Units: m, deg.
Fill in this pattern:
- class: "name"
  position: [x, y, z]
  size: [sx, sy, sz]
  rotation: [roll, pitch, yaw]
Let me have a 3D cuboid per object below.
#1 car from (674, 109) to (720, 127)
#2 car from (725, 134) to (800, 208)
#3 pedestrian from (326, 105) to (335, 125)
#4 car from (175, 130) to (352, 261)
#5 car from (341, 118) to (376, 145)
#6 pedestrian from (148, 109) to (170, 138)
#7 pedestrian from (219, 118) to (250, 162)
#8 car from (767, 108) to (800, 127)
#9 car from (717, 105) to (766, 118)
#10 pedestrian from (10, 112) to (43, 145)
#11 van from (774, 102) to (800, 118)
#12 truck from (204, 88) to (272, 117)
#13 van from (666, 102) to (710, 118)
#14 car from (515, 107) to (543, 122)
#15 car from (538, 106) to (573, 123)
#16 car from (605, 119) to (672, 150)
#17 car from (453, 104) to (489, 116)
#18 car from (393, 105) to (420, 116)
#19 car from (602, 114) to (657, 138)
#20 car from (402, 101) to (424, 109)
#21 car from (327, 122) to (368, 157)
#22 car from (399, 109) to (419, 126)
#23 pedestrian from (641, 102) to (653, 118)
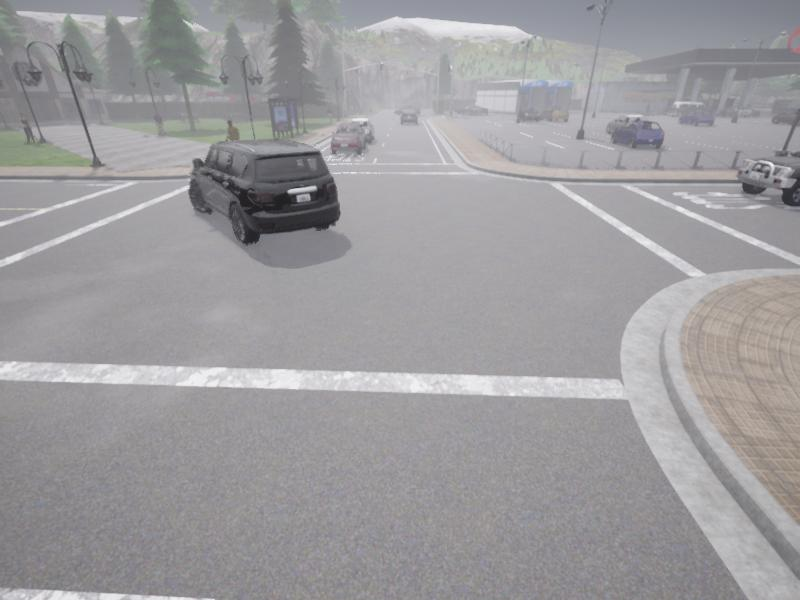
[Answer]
- class: "car"
  position: [30.053, -18.516, 40.589]
  size: [1.845, 1.501, 3.633]
  rotation: [1, 27, 1]
- class: "car"
  position: [13.322, -3.987, 12.273]
  size: [4.605, 1.855, 1.932]
  rotation: [1, 27, 1]
- class: "pedestrian"
  position: [-7.348, -19.536, 42.201]
  size: [0.751, 1.860, 0.751]
  rotation: [-1, 27, -3]
- class: "car"
  position: [-3.668, -3.003, 10.199]
  size: [2.150, 2.045, 5.566]
  rotation: [-19, 33, -34]
- class: "car"
  position: [-2.838, -11.931, 28.209]
  size: [1.970, 1.475, 3.806]
  rotation: [1, 27, 1]
- class: "pedestrian"
  position: [-17.500, -12.818, 29.030]
  size: [0.751, 1.860, 0.751]
  rotation: [24, 36, 38]
- class: "pedestrian"
  position: [-7.797, -7.540, 18.863]
  size: [0.751, 1.860, 0.751]
  rotation: [8, 28, 14]
- class: "car"
  position: [40.041, -18.384, 40.279]
  size: [2.007, 1.523, 4.514]
  rotation: [1, 27, 1]
- class: "car"
  position: [49.728, -27.480, 58.309]
  size: [4.974, 1.542, 2.038]
  rotation: [1, 27, 2]
- class: "pedestrian"
  position: [-23.639, -10.872, 25.347]
  size: [0.751, 1.860, 0.751]
  rotation: [15, 31, 27]
- class: "van"
  position: [57.600, -27.531, 57.970]
  size: [4.442, 1.987, 1.775]
  rotation: [1, 27, 2]
- class: "truck"
  position: [-24.038, -29.503, 59.832]
  size: [8.468, 3.827, 2.891]
  rotation: [-2, 27, -3]
- class: "van"
  position: [41.997, -27.801, 58.453]
  size: [4.480, 2.038, 2.069]
  rotation: [1, 27, 2]
- class: "car"
  position: [15.302, -22.180, 47.768]
  size: [2.007, 1.523, 4.514]
  rotation: [1, 27, 1]
- class: "car"
  position: [18.439, -22.171, 47.728]
  size: [2.152, 1.636, 5.027]
  rotation: [1, 27, 1]
- class: "car"
  position: [14.544, -10.254, 24.639]
  size: [1.845, 1.501, 3.633]
  rotation: [1, 27, 1]
- class: "car"
  position: [11.132, -29.721, 62.634]
  size: [5.238, 1.638, 1.930]
  rotation: [1, 27, 2]
- class: "car"
  position: [1.033, -29.813, 62.988]
  size: [4.193, 1.474, 1.816]
  rotation: [1, 27, 2]
- class: "car"
  position: [17.741, -13.596, 31.163]
  size: [1.970, 1.475, 3.806]
  rotation: [1, 27, 1]
- class: "car"
  position: [2.951, -45.157, 92.664]
  size: [4.856, 1.649, 2.033]
  rotation: [-20, 34, -34]
- class: "car"
  position: [-2.950, -9.362, 23.127]
  size: [1.789, 1.549, 3.705]
  rotation: [1, 27, 1]
- class: "car"
  position: [1.044, -20.801, 45.459]
  size: [2.163, 1.488, 4.792]
  rotation: [1, 27, 1]
- class: "pedestrian"
  position: [33.867, -26.024, 54.804]
  size: [0.751, 1.860, 0.751]
  rotation: [1, 27, 1]
